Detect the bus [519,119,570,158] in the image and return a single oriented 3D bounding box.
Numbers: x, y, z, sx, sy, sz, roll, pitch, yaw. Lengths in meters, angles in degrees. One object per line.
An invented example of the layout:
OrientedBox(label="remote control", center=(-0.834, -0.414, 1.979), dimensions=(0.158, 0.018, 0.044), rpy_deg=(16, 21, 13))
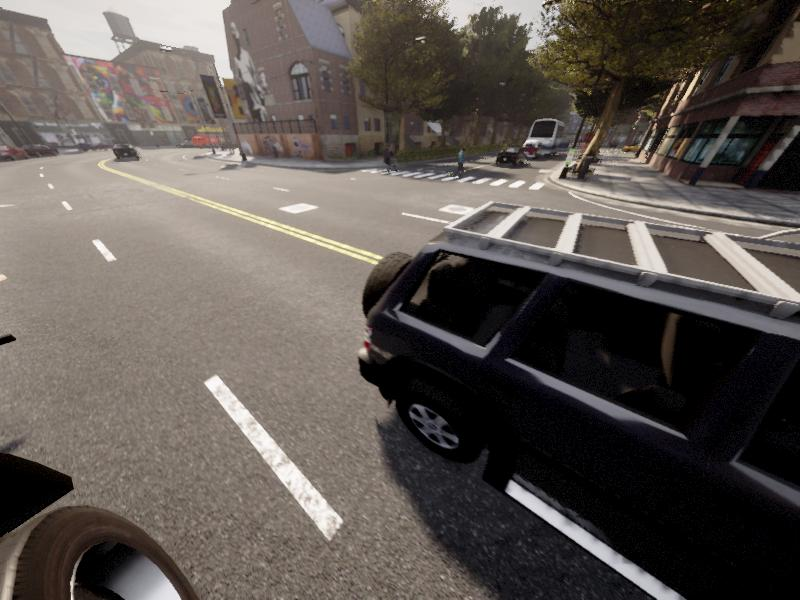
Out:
OrientedBox(label="bus", center=(21.772, -24.083, 34.557), dimensions=(3.944, 4.253, 10.273), rpy_deg=(23, 41, 28))

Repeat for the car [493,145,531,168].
OrientedBox(label="car", center=(11.324, -14.514, 23.173), dimensions=(1.930, 1.638, 5.238), rpy_deg=(22, 41, 28))

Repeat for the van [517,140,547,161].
OrientedBox(label="van", center=(16.806, -19.079, 29.343), dimensions=(2.069, 2.038, 4.480), rpy_deg=(23, 41, 28))

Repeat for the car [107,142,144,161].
OrientedBox(label="car", center=(-32.681, -17.860, 27.656), dimensions=(1.930, 1.638, 5.238), rpy_deg=(-25, 42, -31))

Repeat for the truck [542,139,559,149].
OrientedBox(label="truck", center=(38.662, -40.040, 59.188), dimensions=(2.390, 2.098, 6.274), rpy_deg=(22, 41, 28))

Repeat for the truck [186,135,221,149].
OrientedBox(label="truck", center=(-45.103, -36.426, 53.219), dimensions=(2.627, 2.467, 5.204), rpy_deg=(5, 35, 7))

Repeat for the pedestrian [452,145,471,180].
OrientedBox(label="pedestrian", center=(3.925, -8.835, 14.833), dimensions=(0.751, 1.860, 0.751), rpy_deg=(18, 39, 23))

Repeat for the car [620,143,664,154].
OrientedBox(label="car", center=(44.379, -27.997, 42.573), dimensions=(5.366, 1.575, 1.801), rpy_deg=(22, 41, 28))

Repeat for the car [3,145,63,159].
OrientedBox(label="car", center=(-46.189, -18.859, 29.282), dimensions=(1.895, 1.301, 4.718), rpy_deg=(-15, 38, -20))

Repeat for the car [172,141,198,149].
OrientedBox(label="car", center=(-48.808, -35.315, 52.558), dimensions=(1.970, 1.475, 3.806), rpy_deg=(3, 35, 4))

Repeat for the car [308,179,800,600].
OrientedBox(label="car", center=(1.871, 0.577, 1.482), dimensions=(4.605, 1.855, 1.932), rpy_deg=(23, 41, 28))

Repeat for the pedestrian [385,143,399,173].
OrientedBox(label="pedestrian", center=(-0.594, -10.631, 17.355), dimensions=(0.751, 1.860, 0.751), rpy_deg=(23, 41, 29))

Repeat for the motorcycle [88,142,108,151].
OrientedBox(label="motorcycle", center=(-53.654, -27.321, 41.088), dimensions=(1.805, 1.236, 0.856), rpy_deg=(-29, 45, -35))

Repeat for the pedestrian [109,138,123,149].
OrientedBox(label="pedestrian", center=(-55.368, -30.540, 45.024), dimensions=(0.751, 1.860, 0.751), rpy_deg=(2, 35, 2))

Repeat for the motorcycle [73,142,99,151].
OrientedBox(label="motorcycle", center=(-53.839, -26.338, 39.639), dimensions=(2.209, 1.251, 0.867), rpy_deg=(-29, 45, -35))

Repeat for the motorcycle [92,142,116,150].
OrientedBox(label="motorcycle", center=(-53.890, -28.104, 42.148), dimensions=(2.356, 1.277, 0.764), rpy_deg=(-29, 45, -35))

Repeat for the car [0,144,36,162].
OrientedBox(label="car", center=(-43.163, -16.109, 25.266), dimensions=(2.002, 1.452, 4.674), rpy_deg=(-21, 41, -28))

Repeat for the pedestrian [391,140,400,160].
OrientedBox(label="pedestrian", center=(-0.471, -16.697, 25.705), dimensions=(0.751, 1.860, 0.751), rpy_deg=(19, 39, 24))

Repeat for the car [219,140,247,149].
OrientedBox(label="car", center=(-38.133, -35.586, 52.883), dimensions=(2.242, 1.667, 4.611), rpy_deg=(8, 36, 10))
